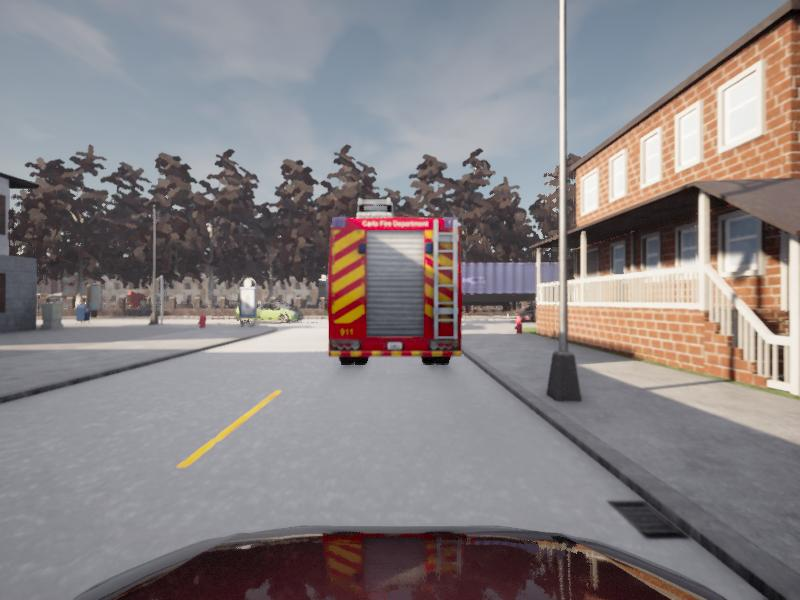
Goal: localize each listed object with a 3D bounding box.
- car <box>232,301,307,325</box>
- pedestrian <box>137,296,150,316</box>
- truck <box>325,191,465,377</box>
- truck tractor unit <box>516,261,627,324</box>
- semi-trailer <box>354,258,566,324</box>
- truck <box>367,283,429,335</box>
[{"bbox_3d":[-9.008,0.867,27.722,4.514,1.525,2.007,0,0,6],"label":"car"},{"bbox_3d":[-23.879,0.585,37.243,0.751,1.860,0.751,0,0,-1],"label":"pedestrian"},{"bbox_3d":[-0.145,-0.307,12.496,2.891,3.827,8.468,0,0,-1],"label":"truck"},{"bbox_3d":[11.958,-0.485,28.321,6.516,4.208,3.053,0,0,-1],"label":"truck tractor unit"},{"bbox_3d":[4.045,-0.580,28.220,14.254,4.402,2.717,0,0,-1],"label":"semi-trailer"},{"bbox_3d":[0.080,0.395,21.858,2.627,2.467,5.204,0,1,9],"label":"truck"}]
